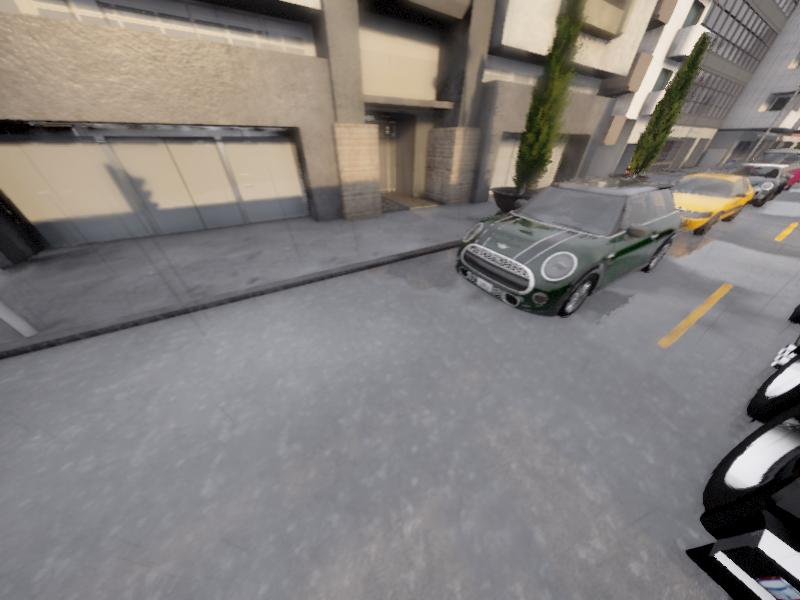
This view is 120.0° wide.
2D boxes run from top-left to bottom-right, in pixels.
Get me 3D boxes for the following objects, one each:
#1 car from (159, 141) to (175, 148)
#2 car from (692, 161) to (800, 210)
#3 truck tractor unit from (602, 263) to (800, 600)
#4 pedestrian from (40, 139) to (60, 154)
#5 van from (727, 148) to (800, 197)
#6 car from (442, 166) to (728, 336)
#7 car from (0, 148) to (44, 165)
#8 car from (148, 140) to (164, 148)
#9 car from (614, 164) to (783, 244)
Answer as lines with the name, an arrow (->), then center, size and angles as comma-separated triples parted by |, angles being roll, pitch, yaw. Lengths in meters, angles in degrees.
car -> -62.731, -41.824, 62.174 | 1.801, 1.575, 5.366 | -18, 39, -24
car -> 15.765, -5.284, 10.441 | 3.806, 1.475, 1.970 | -18, 39, -24
truck tractor unit -> 5.112, -0.299, 0.784 | 6.516, 4.208, 3.053 | -18, 39, -24
pedestrian -> -54.298, -23.772, 35.837 | 0.751, 1.860, 0.751 | -16, 38, -23
van -> 20.543, -7.049, 12.574 | 4.442, 1.987, 1.775 | -18, 39, -24
car -> 3.360, -1.376, 4.438 | 4.553, 1.767, 2.097 | -18, 39, -24
car -> -40.393, -14.961, 24.015 | 1.895, 1.301, 4.718 | -18, 39, -24
car -> -71.043, -45.534, 67.380 | 1.930, 1.638, 5.238 | -18, 39, -24
car -> 9.781, -3.379, 7.561 | 5.366, 1.575, 1.801 | -18, 39, -24
